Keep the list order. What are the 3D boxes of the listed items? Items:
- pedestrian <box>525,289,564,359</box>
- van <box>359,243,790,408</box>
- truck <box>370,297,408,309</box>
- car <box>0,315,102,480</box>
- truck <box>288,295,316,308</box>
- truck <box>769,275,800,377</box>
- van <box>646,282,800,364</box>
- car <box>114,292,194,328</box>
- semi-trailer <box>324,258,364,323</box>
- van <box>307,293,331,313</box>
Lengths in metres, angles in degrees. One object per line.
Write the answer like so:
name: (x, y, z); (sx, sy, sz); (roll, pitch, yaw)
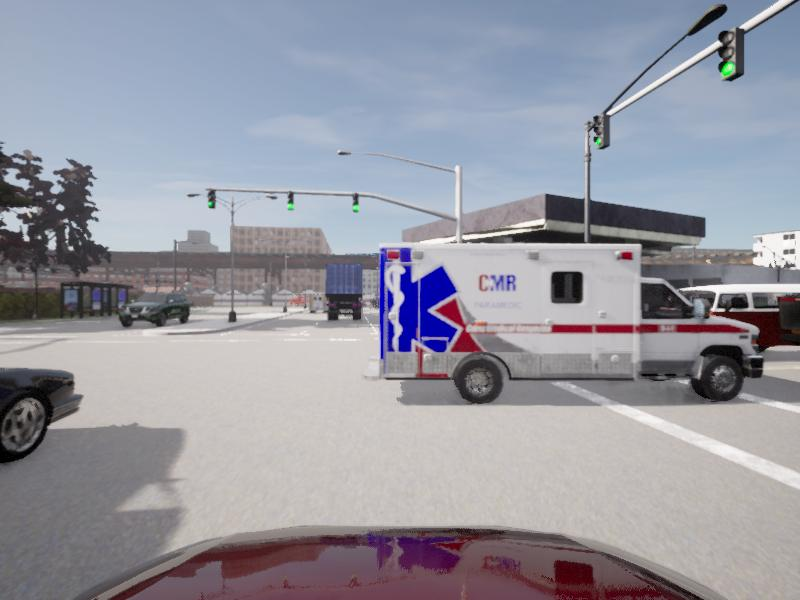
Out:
pedestrian: (4.038, 0.635, 11.174); (0.751, 1.860, 0.751); (0, 0, -42)
van: (2.577, 0.377, 7.085); (6.366, 2.431, 2.351); (0, 0, 0)
truck: (-1.950, 0.515, 69.781); (6.274, 2.098, 2.390); (0, 0, -17)
car: (-4.417, 0.893, 2.221); (2.033, 1.411, 5.357); (0, 0, -7)
truck: (-19.822, 0.304, 81.506); (5.204, 2.467, 2.627); (-1, 0, -6)
truck: (11.448, 0.543, 8.129); (6.274, 2.098, 2.390); (0, 0, -9)
van: (9.737, 0.571, 11.295); (4.480, 2.038, 2.069); (0, 0, -8)
car: (-15.158, 0.554, 25.127); (2.150, 2.045, 5.566); (0, 0, -7)
semi-trailer: (-4.673, -0.634, 34.507); (2.717, 4.402, 14.254); (0, 0, -7)
van: (-10.011, 0.356, 49.988); (2.351, 2.431, 6.366); (0, 0, -7)
